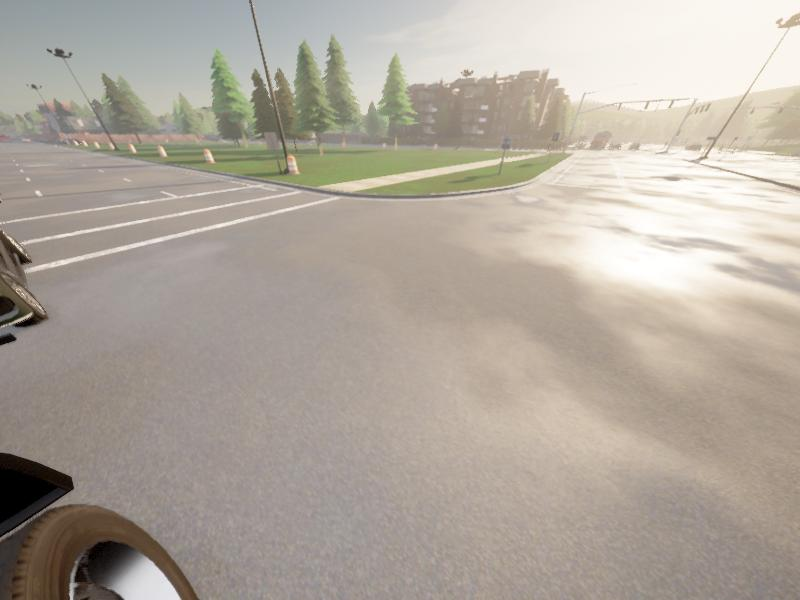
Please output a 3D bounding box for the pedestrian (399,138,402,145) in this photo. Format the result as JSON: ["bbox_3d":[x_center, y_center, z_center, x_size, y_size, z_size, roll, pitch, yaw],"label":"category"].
[{"bbox_3d":[0.054,-54.033,78.621,0.751,1.860,0.751,23,41,29],"label":"pedestrian"}]

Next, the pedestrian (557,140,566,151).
[{"bbox_3d":[34.325,-32.854,49.137,0.751,1.860,0.751,27,43,33],"label":"pedestrian"}]

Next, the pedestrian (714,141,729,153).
[{"bbox_3d":[62.383,-29.617,44.785,0.751,1.860,0.751,23,41,29],"label":"pedestrian"}]

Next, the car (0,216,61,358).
[{"bbox_3d":[-7.350,-0.514,3.168,5.027,1.651,2.152,22,41,28],"label":"car"}]

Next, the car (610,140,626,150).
[{"bbox_3d":[52.712,-37.498,55.913,1.905,1.878,3.866,22,41,28],"label":"car"}]

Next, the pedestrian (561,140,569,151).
[{"bbox_3d":[35.088,-32.764,49.017,0.751,1.860,0.751,22,41,28],"label":"pedestrian"}]

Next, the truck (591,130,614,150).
[{"bbox_3d":[51.043,-40.460,58.397,2.891,3.827,8.468,22,41,28],"label":"truck"}]

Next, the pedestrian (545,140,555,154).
[{"bbox_3d":[24.493,-25.048,37.720,0.751,1.860,0.751,25,42,30],"label":"pedestrian"}]

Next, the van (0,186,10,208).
[{"bbox_3d":[-17.251,-4.699,8.699,4.442,1.987,1.775,22,41,28],"label":"van"}]

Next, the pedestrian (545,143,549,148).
[{"bbox_3d":[36.715,-38.520,57.590,0.500,1.100,0.500,26,43,32],"label":"pedestrian"}]

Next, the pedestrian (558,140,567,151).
[{"bbox_3d":[33.949,-32.215,48.225,0.751,1.860,0.751,24,42,30],"label":"pedestrian"}]

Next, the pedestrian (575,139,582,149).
[{"bbox_3d":[41.601,-36.341,53.858,0.751,1.860,0.751,18,39,23],"label":"pedestrian"}]
